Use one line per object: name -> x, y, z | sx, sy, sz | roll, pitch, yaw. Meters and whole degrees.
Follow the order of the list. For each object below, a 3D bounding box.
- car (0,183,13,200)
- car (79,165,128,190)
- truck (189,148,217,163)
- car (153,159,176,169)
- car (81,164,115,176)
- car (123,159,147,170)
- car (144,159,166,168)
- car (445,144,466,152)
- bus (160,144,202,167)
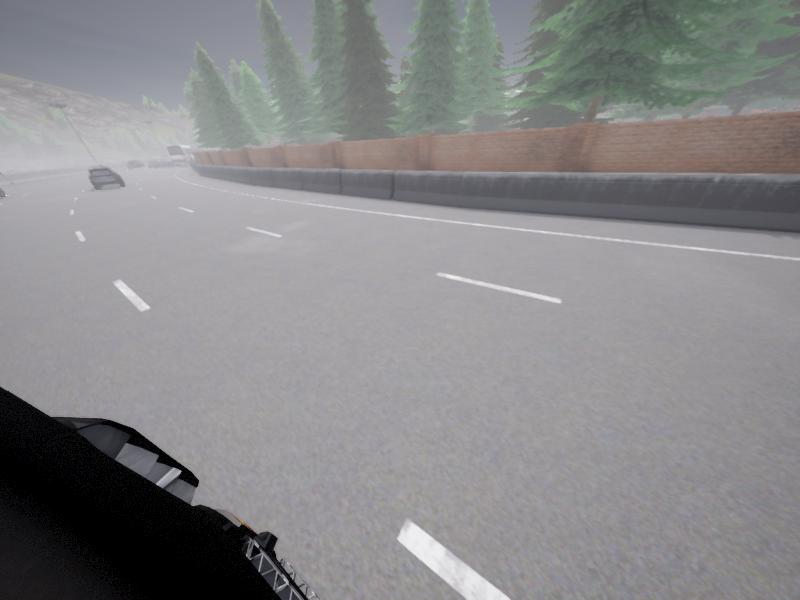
car -> -31.325, -7.931, 16.883 | 1.994, 1.385, 4.181 | -30, 43, -34
car -> -27.771, -11.626, 21.824 | 2.033, 1.649, 4.856 | -31, 43, -34
truck -> -65.548, -48.394, 77.218 | 2.891, 3.827, 8.468 | -10, 35, -9
car -> -54.713, -31.820, 53.833 | 2.152, 1.651, 5.027 | -18, 37, -21
car -> -54.869, -23.742, 42.112 | 2.033, 1.411, 5.357 | -20, 38, -24
car -> -63.212, -32.447, 55.216 | 1.932, 1.855, 4.605 | -17, 37, -19
car -> -60.344, -33.666, 57.007 | 2.033, 1.649, 4.856 | -16, 36, -18
car -> 13.363, -36.671, 55.646 | 1.812, 1.442, 4.674 | -26, 40, -30
bus -> -53.145, -35.391, 56.637 | 3.944, 4.253, 10.273 | -17, 37, -20
